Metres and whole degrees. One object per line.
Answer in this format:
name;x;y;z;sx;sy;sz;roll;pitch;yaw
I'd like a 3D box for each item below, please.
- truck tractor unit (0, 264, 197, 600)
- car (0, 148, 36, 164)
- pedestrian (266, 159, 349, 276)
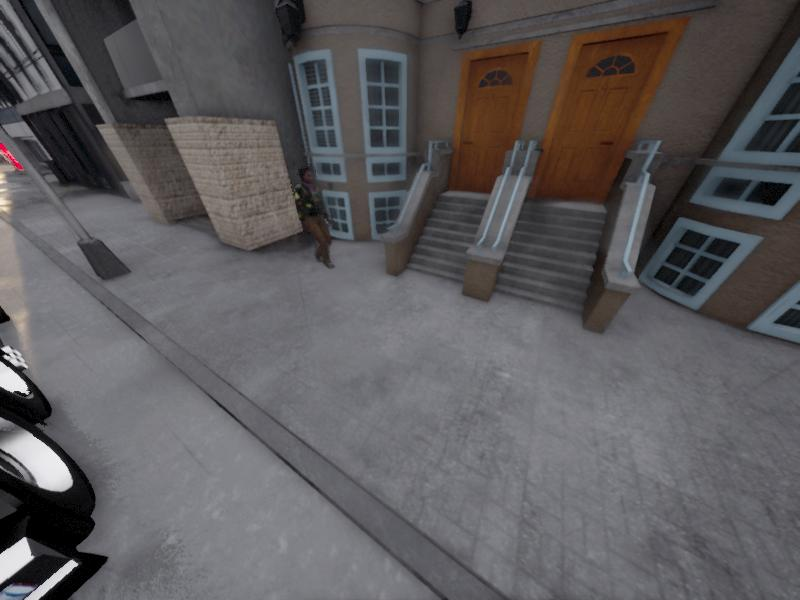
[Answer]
truck tractor unit;-5.117;-0.292;0.790;6.516;4.208;3.053;18;39;24
car;-47.927;-16.987;27.327;2.128;1.511;4.902;18;39;24
pedestrian;-1.627;-1.520;4.330;0.751;1.860;0.751;21;40;28
